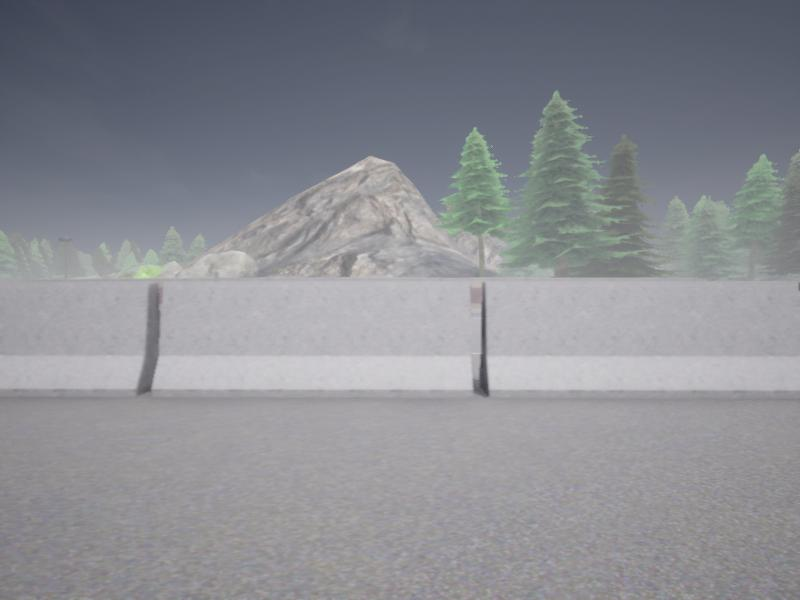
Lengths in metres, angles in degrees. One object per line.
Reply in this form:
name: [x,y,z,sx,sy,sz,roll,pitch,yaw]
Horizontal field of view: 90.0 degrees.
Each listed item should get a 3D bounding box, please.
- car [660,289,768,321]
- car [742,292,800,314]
car: [15.329,0.246,19.706,3.806,1.475,1.970,0,0,0]
car: [29.375,0.218,30.621,2.128,1.511,4.902,0,0,-1]
